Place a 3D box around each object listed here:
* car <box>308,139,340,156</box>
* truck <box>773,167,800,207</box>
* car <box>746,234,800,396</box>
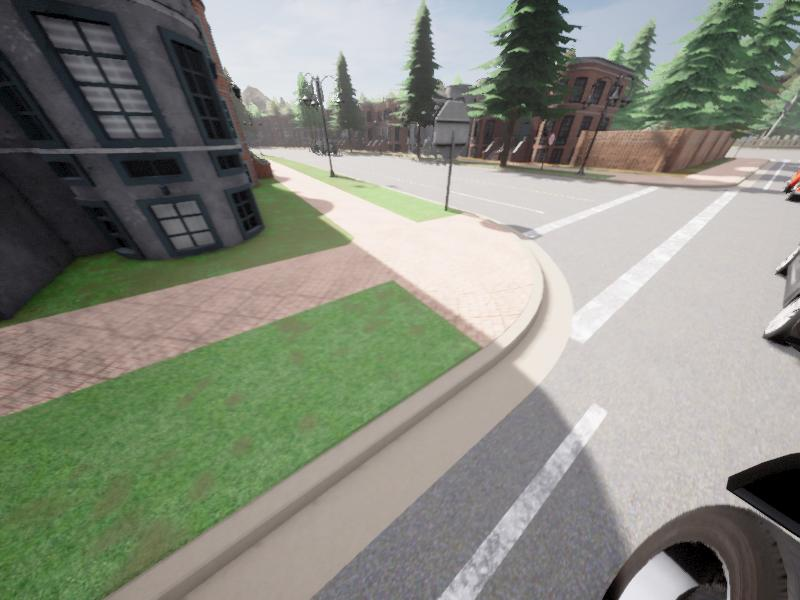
[{"bbox_3d":[-11.532,-23.144,34.964,2.150,2.045,5.566,-25,42,-31],"label":"car"},{"bbox_3d":[17.629,-5.030,8.755,5.204,2.467,2.627,-22,41,-28],"label":"truck"},{"bbox_3d":[6.697,-0.245,2.775,5.238,1.638,1.930,-22,41,-28],"label":"car"}]
